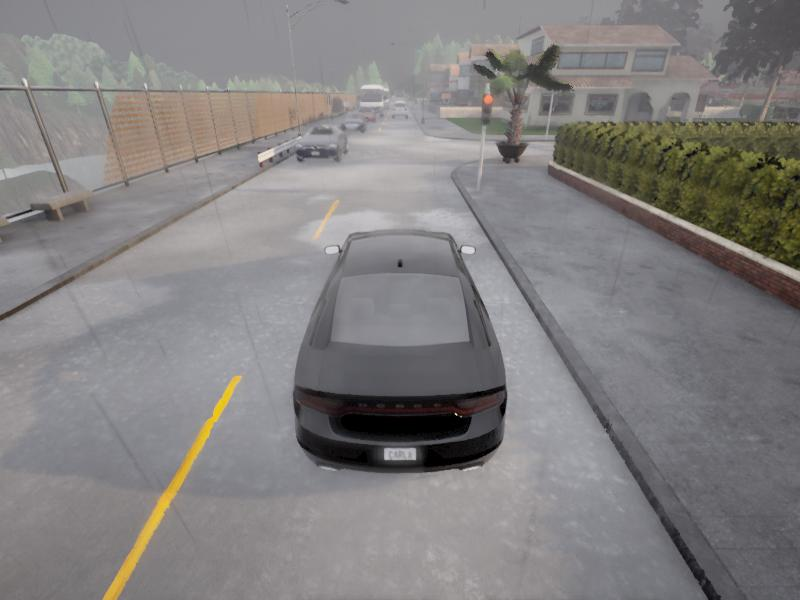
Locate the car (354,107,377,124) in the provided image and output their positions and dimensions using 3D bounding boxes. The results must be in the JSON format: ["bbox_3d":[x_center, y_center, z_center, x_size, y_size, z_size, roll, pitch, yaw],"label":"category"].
[{"bbox_3d":[-3.997,-21.780,47.182,2.242,1.667,4.611,0,27,0],"label":"car"}]

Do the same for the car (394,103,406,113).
[{"bbox_3d":[0.001,-37.224,77.390,2.242,1.667,4.611,0,27,0],"label":"car"}]

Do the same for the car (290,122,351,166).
[{"bbox_3d":[-3.998,-8.322,21.039,2.152,1.651,5.027,0,27,0],"label":"car"}]

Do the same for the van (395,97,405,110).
[{"bbox_3d":[0.003,-44.993,91.526,2.351,2.431,6.366,0,27,0],"label":"van"}]

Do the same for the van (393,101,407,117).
[{"bbox_3d":[0.001,-30.094,62.966,2.069,2.038,4.480,0,27,0],"label":"van"}]

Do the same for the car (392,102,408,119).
[{"bbox_3d":[0.000,-27.112,57.138,2.150,2.045,5.566,0,27,0],"label":"car"}]

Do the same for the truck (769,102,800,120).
[{"bbox_3d":[53.530,-25.237,53.442,2.390,2.098,6.274,0,27,0],"label":"truck"}]

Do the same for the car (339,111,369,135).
[{"bbox_3d":[-3.998,-15.753,35.496,2.033,1.649,4.856,0,27,0],"label":"car"}]

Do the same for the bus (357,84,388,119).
[{"bbox_3d":[-3.878,-29.786,59.933,3.944,4.253,10.273,0,27,0],"label":"bus"}]

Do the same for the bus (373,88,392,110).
[{"bbox_3d":[-3.878,-46.336,92.146,3.944,4.253,10.273,0,27,0],"label":"bus"}]

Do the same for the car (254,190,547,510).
[{"bbox_3d":[0.001,-0.109,5.144,1.882,1.535,5.008,0,27,0],"label":"car"}]
